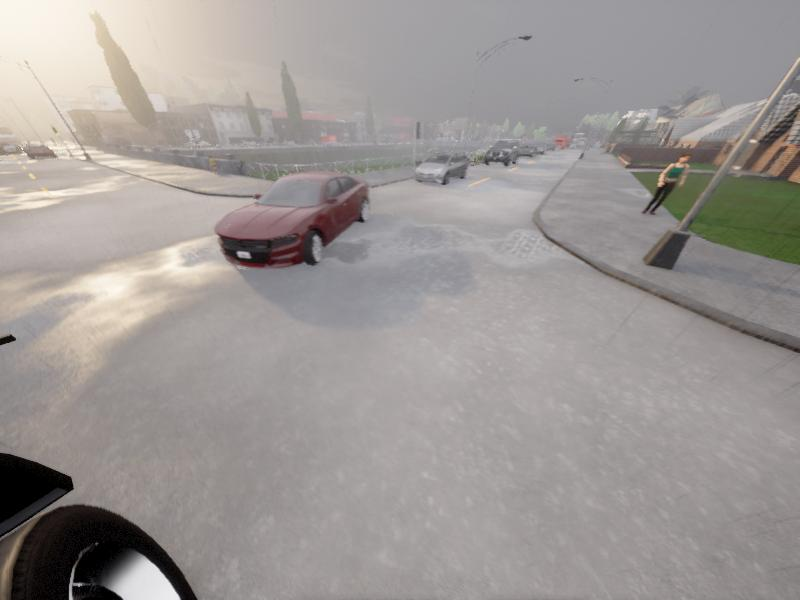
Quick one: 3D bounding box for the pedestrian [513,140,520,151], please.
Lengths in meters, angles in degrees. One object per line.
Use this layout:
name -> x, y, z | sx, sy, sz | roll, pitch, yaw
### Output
pedestrian -> 22.150, -29.422, 43.976 | 0.751, 1.860, 0.751 | 19, 39, 24

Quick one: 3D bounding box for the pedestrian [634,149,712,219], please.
pedestrian -> 8.521, -3.668, 7.346 | 0.751, 1.860, 0.751 | 21, 40, 27

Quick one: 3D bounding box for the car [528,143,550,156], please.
car -> 22.561, -24.412, 37.382 | 2.038, 1.542, 4.974 | 22, 41, 28

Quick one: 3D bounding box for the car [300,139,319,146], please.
car -> -28.086, -48.962, 71.636 | 1.930, 1.638, 5.238 | 22, 41, 28

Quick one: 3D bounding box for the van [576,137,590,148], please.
van -> 54.336, -46.790, 68.608 | 2.351, 2.431, 6.366 | 22, 41, 28

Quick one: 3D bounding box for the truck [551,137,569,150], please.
truck -> 39.288, -38.498, 56.687 | 2.627, 2.467, 5.204 | 22, 41, 28

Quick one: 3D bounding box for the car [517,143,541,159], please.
car -> 17.671, -20.434, 31.638 | 1.851, 1.617, 3.988 | 22, 41, 28

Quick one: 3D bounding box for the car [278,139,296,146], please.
car -> -32.442, -45.377, 66.546 | 1.851, 1.617, 3.988 | 22, 41, 28

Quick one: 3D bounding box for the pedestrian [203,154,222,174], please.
pedestrian -> -12.604, -9.156, 15.580 | 0.500, 1.100, 0.500 | 22, 41, 28

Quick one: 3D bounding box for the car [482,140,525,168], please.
car -> 10.301, -14.580, 22.894 | 2.150, 2.045, 5.566 | 22, 40, 28

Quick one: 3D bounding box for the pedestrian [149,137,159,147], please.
pedestrian -> -53.436, -34.313, 50.215 | 0.751, 1.860, 0.751 | 30, 45, 35

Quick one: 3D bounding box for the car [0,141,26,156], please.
car -> -54.165, -20.449, 31.077 | 2.038, 1.542, 4.974 | -18, 39, -25

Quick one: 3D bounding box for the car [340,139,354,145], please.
car -> -18.949, -56.398, 82.380 | 1.837, 1.490, 4.892 | 22, 41, 28

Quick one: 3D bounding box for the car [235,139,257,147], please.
car -> -39.063, -39.950, 58.792 | 1.851, 1.617, 3.988 | 22, 41, 28

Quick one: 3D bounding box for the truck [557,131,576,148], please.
truck -> 47.881, -46.096, 66.357 | 2.891, 3.827, 8.468 | 22, 41, 28

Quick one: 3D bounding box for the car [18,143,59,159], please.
car -> -43.640, -18.029, 27.883 | 4.181, 1.385, 1.994 | 22, 41, 28

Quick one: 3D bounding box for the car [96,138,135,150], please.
car -> -52.577, -28.937, 42.813 | 1.905, 1.878, 3.866 | 22, 40, 27

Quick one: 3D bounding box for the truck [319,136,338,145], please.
truck -> -23.675, -52.919, 76.560 | 2.627, 2.467, 5.204 | 22, 41, 28

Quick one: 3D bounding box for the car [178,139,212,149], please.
car -> -45.465, -34.702, 51.283 | 2.152, 1.651, 5.027 | 22, 41, 28

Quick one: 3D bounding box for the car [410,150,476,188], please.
car -> 2.732, -8.157, 14.167 | 2.007, 1.525, 4.514 | 22, 41, 28

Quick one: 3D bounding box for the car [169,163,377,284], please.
car -> -2.285, -2.447, 6.019 | 1.882, 1.535, 5.008 | 7, 36, 10

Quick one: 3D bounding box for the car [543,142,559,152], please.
car -> 30.640, -31.036, 46.834 | 1.789, 1.549, 3.705 | 22, 40, 28
